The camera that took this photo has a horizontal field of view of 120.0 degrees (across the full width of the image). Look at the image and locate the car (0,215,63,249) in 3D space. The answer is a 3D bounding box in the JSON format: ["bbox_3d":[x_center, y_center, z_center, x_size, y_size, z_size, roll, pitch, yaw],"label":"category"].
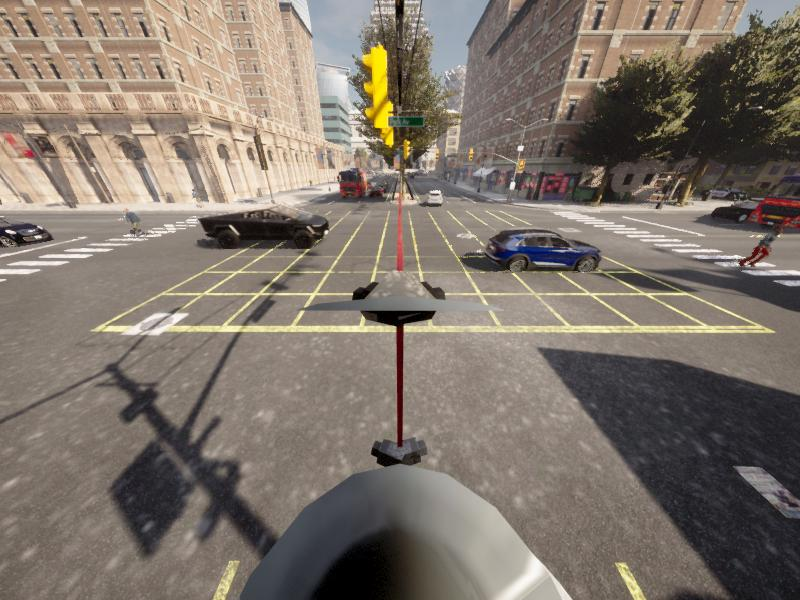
[{"bbox_3d":[-22.983,-3.966,13.342,3.633,1.501,1.845,0,30,0],"label":"car"}]

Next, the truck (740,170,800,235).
[{"bbox_3d":[30.927,-6.786,15.937,8.468,3.827,2.891,0,30,0],"label":"truck"}]

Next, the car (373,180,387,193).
[{"bbox_3d":[-3.558,-20.387,41.522,2.097,1.767,4.553,0,30,0],"label":"car"}]

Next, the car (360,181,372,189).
[{"bbox_3d":[-7.048,-24.187,48.530,1.994,1.385,4.181,0,30,-1],"label":"car"}]

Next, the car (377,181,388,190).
[{"bbox_3d":[-3.540,-23.214,46.736,1.970,1.475,3.806,0,30,0],"label":"car"}]

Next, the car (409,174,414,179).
[{"bbox_3d":[4.591,-48.275,90.177,1.812,1.442,4.674,0,30,0],"label":"car"}]

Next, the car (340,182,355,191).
[{"bbox_3d":[-10.295,-22.354,45.417,1.895,1.301,4.718,0,30,0],"label":"car"}]

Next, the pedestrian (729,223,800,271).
[{"bbox_3d":[15.830,-2.293,10.068,0.751,1.860,0.751,-4,30,-7],"label":"pedestrian"}]

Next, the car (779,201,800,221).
[{"bbox_3d":[36.309,-7.511,19.571,4.674,1.442,1.812,0,30,0],"label":"car"}]

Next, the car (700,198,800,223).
[{"bbox_3d":[29.571,-7.588,19.507,5.238,1.638,1.930,0,30,-1],"label":"car"}]

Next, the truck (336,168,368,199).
[{"bbox_3d":[-7.080,-18.109,35.546,2.891,3.827,8.468,0,30,0],"label":"truck"}]

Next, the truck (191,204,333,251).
[{"bbox_3d":[-7.413,-4.232,13.237,6.274,2.098,2.390,0,30,0],"label":"truck"}]

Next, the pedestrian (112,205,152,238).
[{"bbox_3d":[-16.997,-4.970,14.705,0.751,1.860,0.751,1,30,1],"label":"pedestrian"}]

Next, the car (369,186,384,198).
[{"bbox_3d":[-3.577,-16.711,35.654,1.895,1.301,4.718,0,30,0],"label":"car"}]

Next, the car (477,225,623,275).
[{"bbox_3d":[6.325,-2.299,10.359,4.856,1.649,2.033,0,30,0],"label":"car"}]

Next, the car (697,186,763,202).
[{"bbox_3d":[45.916,-14.963,32.392,2.038,1.542,4.974,0,30,1],"label":"car"}]

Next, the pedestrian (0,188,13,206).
[{"bbox_3d":[-44.995,-11.577,25.843,0.751,1.860,0.751,1,30,1],"label":"pedestrian"}]

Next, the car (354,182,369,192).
[{"bbox_3d":[-7.055,-20.928,42.777,1.970,1.475,3.806,0,30,0],"label":"car"}]

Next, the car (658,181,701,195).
[{"bbox_3d":[46.025,-18.540,38.227,1.905,1.878,3.866,0,30,0],"label":"car"}]

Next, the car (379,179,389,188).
[{"bbox_3d":[-3.527,-26.265,51.891,1.851,1.617,3.988,0,30,0],"label":"car"}]

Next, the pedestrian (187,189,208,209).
[{"bbox_3d":[-21.056,-10.552,24.069,0.751,1.860,0.751,2,30,4],"label":"pedestrian"}]

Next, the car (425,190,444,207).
[{"bbox_3d":[4.181,-12.416,28.033,1.970,1.475,3.806,4,30,6],"label":"car"}]
